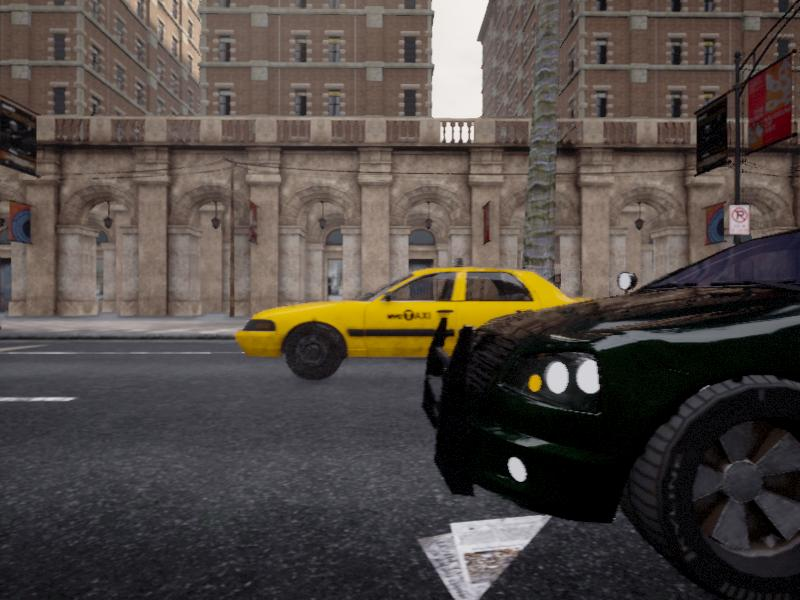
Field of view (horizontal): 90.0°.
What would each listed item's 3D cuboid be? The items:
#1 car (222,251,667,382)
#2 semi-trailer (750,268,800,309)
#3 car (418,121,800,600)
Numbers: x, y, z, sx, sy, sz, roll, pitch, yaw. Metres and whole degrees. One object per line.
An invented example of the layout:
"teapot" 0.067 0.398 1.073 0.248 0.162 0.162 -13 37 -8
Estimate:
"car" 0.535 0.201 5.721 5.366 1.575 1.801 0 0 0
"semi-trailer" 44.173 -1.193 41.729 2.717 4.402 14.254 0 0 0
"car" 2.639 0.224 2.224 4.974 1.542 2.038 0 0 0
